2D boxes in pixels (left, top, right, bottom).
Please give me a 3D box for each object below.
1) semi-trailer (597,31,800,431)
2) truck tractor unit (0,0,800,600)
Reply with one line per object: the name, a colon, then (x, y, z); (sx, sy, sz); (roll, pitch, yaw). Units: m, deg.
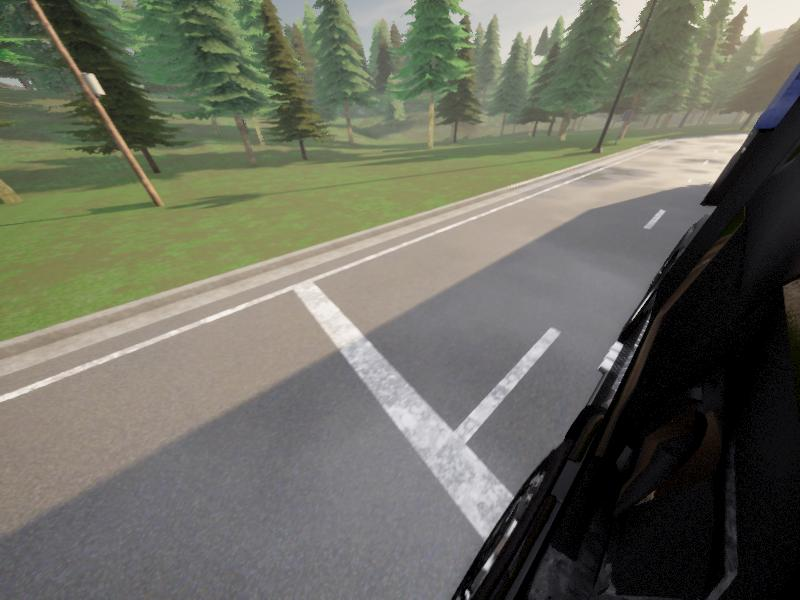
semi-trailer: (8.740, -3.567, 4.201); (14.254, 4.402, 2.717); (-27, 43, -29)
truck tractor unit: (2.645, -0.295, 0.352); (6.516, 4.208, 3.053); (-28, 44, -30)
